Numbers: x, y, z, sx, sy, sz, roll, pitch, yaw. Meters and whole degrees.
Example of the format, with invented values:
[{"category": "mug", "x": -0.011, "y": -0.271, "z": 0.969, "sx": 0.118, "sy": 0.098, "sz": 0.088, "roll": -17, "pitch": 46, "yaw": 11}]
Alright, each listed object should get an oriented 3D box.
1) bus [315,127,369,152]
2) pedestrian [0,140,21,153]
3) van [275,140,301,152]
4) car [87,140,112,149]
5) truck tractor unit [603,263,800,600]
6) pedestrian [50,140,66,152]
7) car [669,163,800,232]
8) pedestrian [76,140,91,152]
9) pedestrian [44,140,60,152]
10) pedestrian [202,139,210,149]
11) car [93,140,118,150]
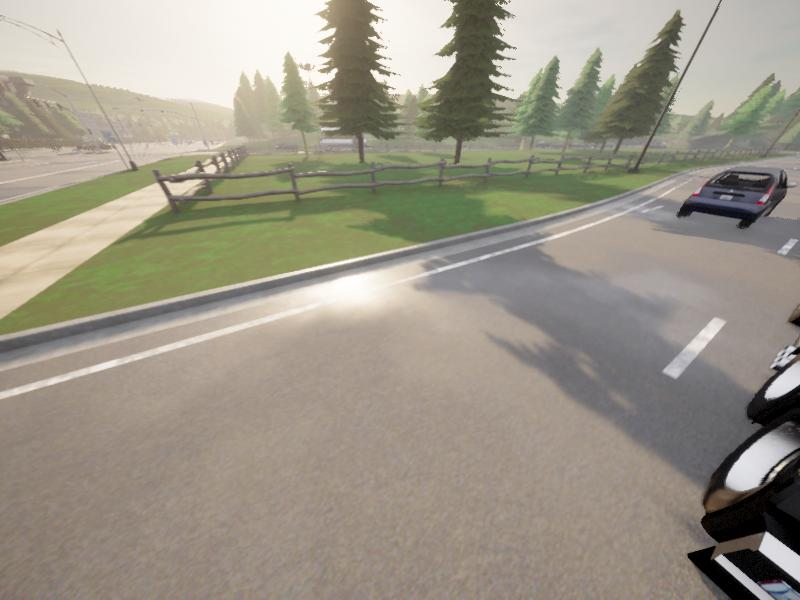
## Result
[{"category": "bus", "x": -12.449, "y": -34.850, "z": 50.311, "sx": 10.273, "sy": 4.253, "sz": 3.944, "roll": -18, "pitch": 39, "yaw": -24}, {"category": "pedestrian", "x": -65.686, "y": -25.941, "z": 39.007, "sx": 0.751, "sy": 1.860, "sz": 0.751, "roll": -12, "pitch": 37, "yaw": -17}, {"category": "van", "x": -23.754, "y": -32.659, "z": 49.031, "sx": 4.442, "sy": 1.987, "sz": 1.775, "roll": -18, "pitch": 39, "yaw": -24}, {"category": "car", "x": -73.003, "y": -37.852, "z": 56.178, "sx": 2.097, "sy": 1.767, "sz": 4.553, "roll": -18, "pitch": 39, "yaw": -25}, {"category": "truck tractor unit", "x": 5.109, "y": -0.300, "z": 0.797, "sx": 6.516, "sy": 4.208, "sz": 3.053, "roll": -18, "pitch": 39, "yaw": -24}, {"category": "pedestrian", "x": -62.268, "y": -28.046, "z": 42.071, "sx": 0.751, "sy": 1.860, "sz": 0.751, "roll": -23, "pitch": 41, "yaw": -30}, {"category": "car", "x": 12.042, "y": -3.779, "z": 8.169, "sx": 3.988, "sy": 1.617, "sz": 1.851, "roll": -18, "pitch": 39, "yaw": -24}, {"category": "pedestrian", "x": -59.102, "y": -28.800, "z": 43.188, "sx": 0.751, "sy": 1.860, "sz": 0.751, "roll": -22, "pitch": 40, "yaw": -28}, {"category": "pedestrian", "x": -62.250, "y": -27.525, "z": 41.322, "sx": 0.751, "sy": 1.860, "sz": 0.751, "roll": -25, "pitch": 42, "yaw": -31}, {"category": "pedestrian", "x": -46.834, "y": -37.679, "z": 55.800, "sx": 0.751, "sy": 1.860, "sz": 0.751, "roll": -13, "pitch": 37, "yaw": -18}, {"category": "car", "x": -65.787, "y": -34.759, "z": 51.728, "sx": 1.905, "sy": 1.878, "sz": 3.866, "roll": -18, "pitch": 39, "yaw": -25}]
